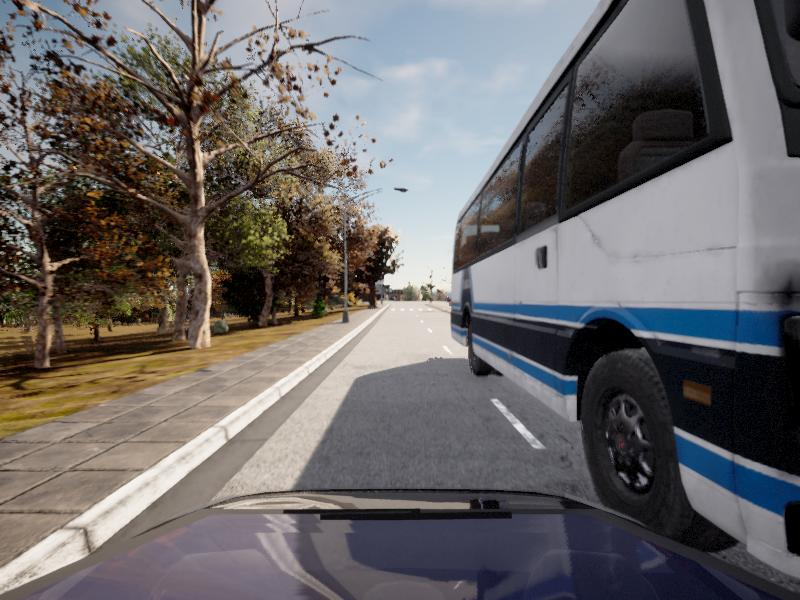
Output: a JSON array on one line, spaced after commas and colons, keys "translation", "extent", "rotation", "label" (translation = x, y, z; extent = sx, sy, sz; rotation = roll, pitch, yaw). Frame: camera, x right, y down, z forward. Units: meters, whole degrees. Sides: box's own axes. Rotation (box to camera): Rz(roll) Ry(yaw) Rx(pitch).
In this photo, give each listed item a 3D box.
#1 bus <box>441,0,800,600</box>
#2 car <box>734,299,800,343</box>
[{"translation": [3.121, -0.535, 6.155], "extent": [3.944, 4.253, 10.273], "rotation": [0, 0, 0], "label": "bus"}, {"translation": [16.699, 0.796, 16.539], "extent": [5.366, 1.575, 1.946], "rotation": [1, 1, -20], "label": "car"}]
